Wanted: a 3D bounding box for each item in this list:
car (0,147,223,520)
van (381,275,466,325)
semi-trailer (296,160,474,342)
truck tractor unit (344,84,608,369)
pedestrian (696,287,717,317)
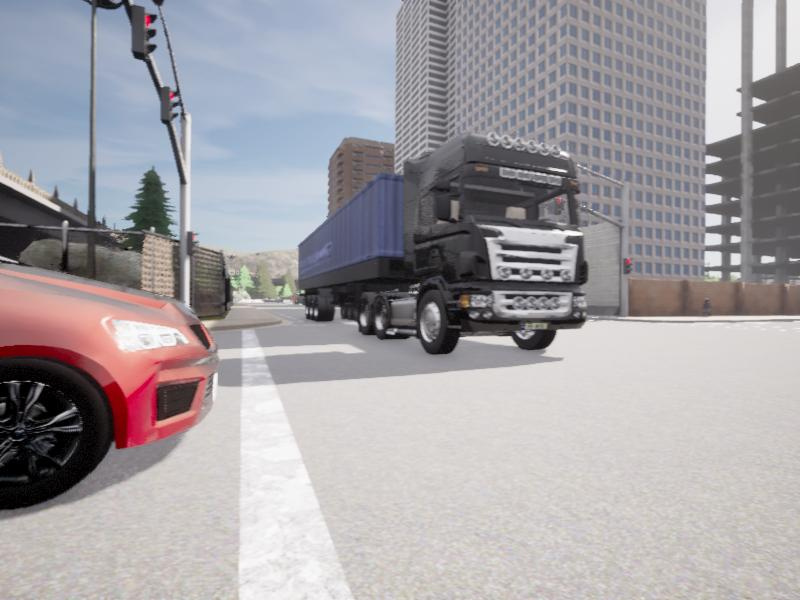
[{"bbox_3d":[-3.560,0.142,2.271,4.611,1.667,2.242,0,0,-22],"label":"car"},{"bbox_3d":[0.929,-0.003,18.524,2.069,2.038,4.480,1,0,-24],"label":"van"},{"bbox_3d":[-1.989,-1.225,16.819,2.717,4.402,14.254,1,0,-22],"label":"semi-trailer"},{"bbox_3d":[1.007,-1.081,9.493,3.053,4.208,6.516,1,0,-22],"label":"truck tractor unit"},{"bbox_3d":[19.104,0.134,24.919,0.751,1.860,0.751,1,0,-27],"label":"pedestrian"}]
